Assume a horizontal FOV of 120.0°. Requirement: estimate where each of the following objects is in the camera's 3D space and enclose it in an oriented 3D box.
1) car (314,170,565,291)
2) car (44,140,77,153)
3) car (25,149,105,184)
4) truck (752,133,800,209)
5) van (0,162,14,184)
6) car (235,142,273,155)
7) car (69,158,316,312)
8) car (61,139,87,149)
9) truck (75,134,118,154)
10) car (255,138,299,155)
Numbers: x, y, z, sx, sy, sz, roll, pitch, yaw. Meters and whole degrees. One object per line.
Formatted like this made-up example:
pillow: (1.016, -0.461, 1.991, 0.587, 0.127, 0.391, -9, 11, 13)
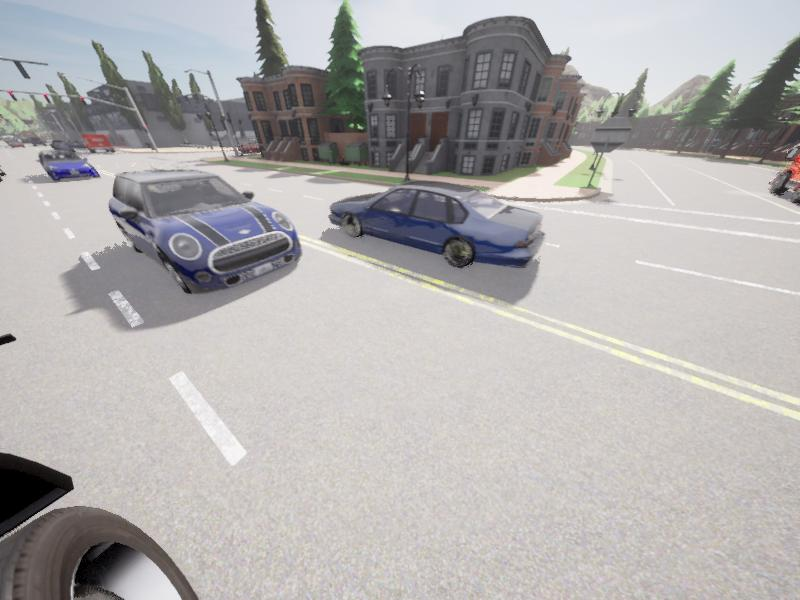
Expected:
car: (0.597, -2.103, 5.693, 5.357, 1.411, 2.033, 22, 41, 28)
car: (-54.169, -24.507, 36.846, 4.856, 1.649, 2.033, 22, 41, 28)
car: (-20.917, -8.455, 14.425, 4.514, 1.525, 2.007, 22, 41, 28)
truck: (18.149, -5.179, 9.207, 2.627, 2.467, 5.204, 24, 42, 30)
van: (-25.726, -8.321, 13.414, 6.366, 2.431, 2.351, 22, 41, 28)
car: (-23.187, -24.238, 36.816, 2.007, 1.525, 4.514, 22, 41, 27)
car: (-4.290, -1.792, 4.865, 4.553, 1.767, 2.097, 22, 41, 28)
car: (-68.486, -32.752, 48.536, 4.611, 1.667, 2.242, 22, 41, 28)
truck: (-48.131, -24.848, 36.660, 5.204, 2.467, 2.627, 22, 41, 28)
car: (-19.158, -24.245, 36.404, 2.150, 2.045, 5.566, 22, 40, 27)
